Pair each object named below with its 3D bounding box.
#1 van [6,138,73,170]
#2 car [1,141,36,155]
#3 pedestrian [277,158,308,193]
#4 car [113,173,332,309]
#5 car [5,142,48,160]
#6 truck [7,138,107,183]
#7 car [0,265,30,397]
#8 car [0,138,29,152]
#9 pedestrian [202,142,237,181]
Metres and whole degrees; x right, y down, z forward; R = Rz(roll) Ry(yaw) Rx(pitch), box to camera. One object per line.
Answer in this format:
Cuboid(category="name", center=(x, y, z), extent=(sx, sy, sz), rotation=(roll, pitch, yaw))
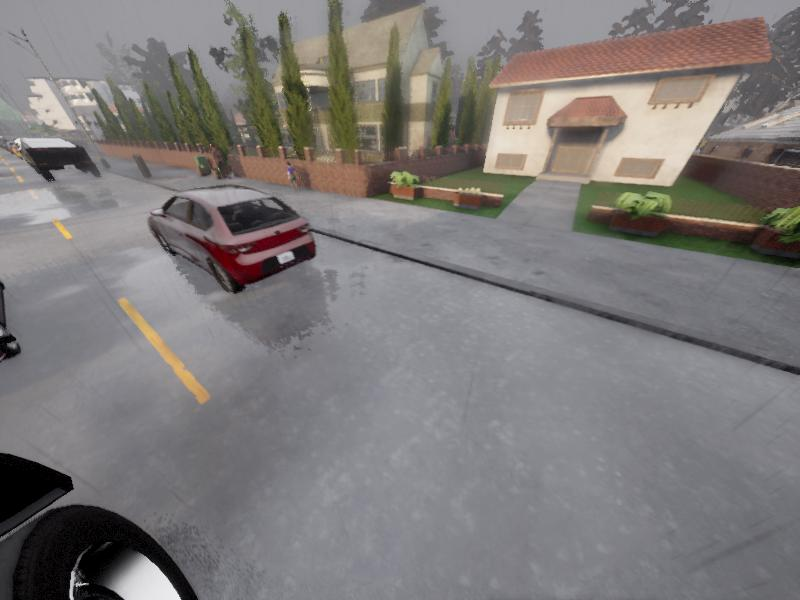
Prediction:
Cuboid(category="van", center=(-30.174, -12.314, 19.360), extent=(4.480, 2.038, 2.069), rotation=(22, 40, 27))
Cuboid(category="car", center=(-54.314, -21.652, 32.896), extent=(3.806, 1.475, 1.970), rotation=(22, 40, 27))
Cuboid(category="pedestrian", center=(-4.928, -5.727, 10.640), extent=(0.751, 1.300, 0.751), rotation=(23, 41, 29))
Cuboid(category="car", center=(-3.680, -1.581, 4.840), extent=(4.193, 1.474, 1.816), rotation=(22, 40, 27))
Cuboid(category="car", center=(-43.198, -17.288, 26.707), extent=(5.366, 1.575, 1.801), rotation=(22, 40, 27))
Cuboid(category="truck", center=(-21.995, -9.098, 14.811), extent=(6.274, 2.098, 2.390), rotation=(22, 40, 27))
Cuboid(category="car", center=(-6.400, 0.143, 2.466), extent=(4.181, 1.385, 1.994), rotation=(22, 41, 28))
Cuboid(category="car", center=(-63.888, -25.616, 38.090), extent=(4.605, 1.855, 1.932), rotation=(22, 40, 27))
Cuboid(category="pedestrian", center=(-10.265, -7.910, 13.207), extent=(0.751, 1.860, 0.751), rotation=(19, 39, 24))
